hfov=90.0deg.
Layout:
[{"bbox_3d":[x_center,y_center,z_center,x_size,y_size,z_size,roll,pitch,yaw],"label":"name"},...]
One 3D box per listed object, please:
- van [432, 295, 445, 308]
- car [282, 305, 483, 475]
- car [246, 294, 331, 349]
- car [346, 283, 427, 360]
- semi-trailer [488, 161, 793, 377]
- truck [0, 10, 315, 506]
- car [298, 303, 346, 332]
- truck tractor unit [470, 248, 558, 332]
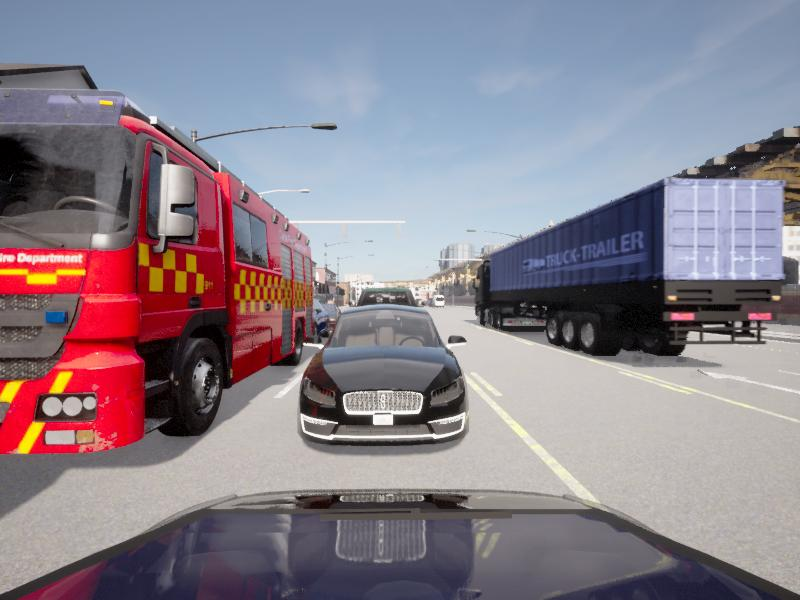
[{"bbox_3d":[7.935,0.321,83.728,1.988,2.561,5.915,0,0,-2],"label":"van"},{"bbox_3d":[-0.220,0.845,6.104,1.837,1.490,4.892,0,0,-2],"label":"car"},{"bbox_3d":[-3.999,0.694,15.235,2.097,1.767,4.553,0,0,-2],"label":"car"},{"bbox_3d":[-0.444,0.568,13.466,2.150,2.045,5.566,0,0,-2],"label":"car"},{"bbox_3d":[6.510,-0.619,15.323,2.717,4.402,14.254,0,0,-2],"label":"semi-trailer"},{"bbox_3d":[-3.763,-0.320,7.296,2.891,3.827,8.468,0,0,-2],"label":"truck"},{"bbox_3d":[-4.249,0.897,22.560,2.033,1.411,5.357,0,0,-4],"label":"car"},{"bbox_3d":[6.264,-0.514,23.231,3.053,4.208,6.516,0,0,-2],"label":"truck tractor unit"}]
